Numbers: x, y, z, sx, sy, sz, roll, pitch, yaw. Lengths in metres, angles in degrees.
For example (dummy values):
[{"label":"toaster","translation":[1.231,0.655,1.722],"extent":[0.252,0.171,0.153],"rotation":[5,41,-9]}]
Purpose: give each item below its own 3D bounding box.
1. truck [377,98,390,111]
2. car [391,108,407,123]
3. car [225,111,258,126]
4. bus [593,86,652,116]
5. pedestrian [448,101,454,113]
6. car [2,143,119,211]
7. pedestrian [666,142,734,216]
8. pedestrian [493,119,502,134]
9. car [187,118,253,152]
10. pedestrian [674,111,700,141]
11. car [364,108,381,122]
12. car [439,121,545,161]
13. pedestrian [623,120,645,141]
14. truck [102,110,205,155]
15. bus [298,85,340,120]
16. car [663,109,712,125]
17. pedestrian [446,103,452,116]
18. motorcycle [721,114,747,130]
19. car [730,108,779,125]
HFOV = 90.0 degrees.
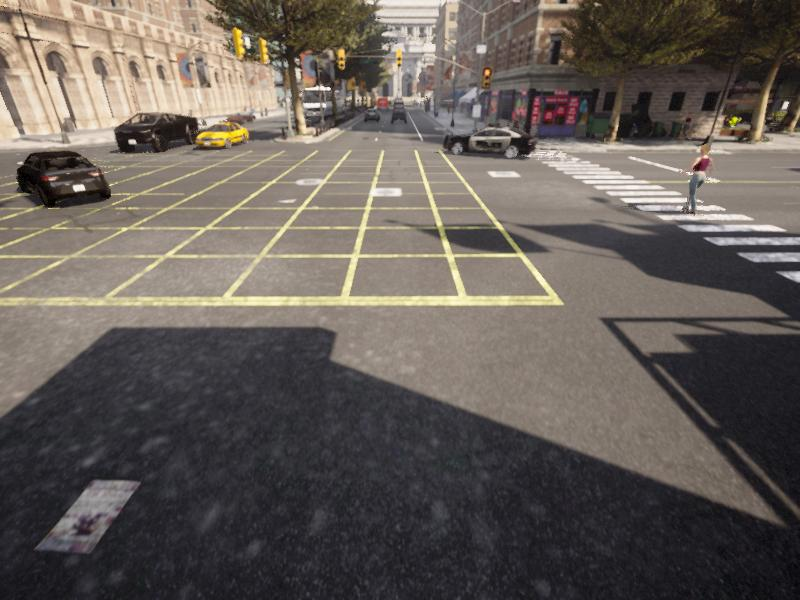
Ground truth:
[{"label":"truck","translation":[-3.745,-43.888,89.655],"extent":[2.627,2.467,5.204],"rotation":[0,27,0]},{"label":"car","translation":[-0.122,-23.142,50.213],"extent":[1.837,1.490,4.892],"rotation":[0,27,0]},{"label":"car","translation":[-18.361,-21.138,46.516],"extent":[1.895,1.301,4.718],"rotation":[0,27,0]},{"label":"bus","translation":[37.986,-34.371,69.095],"extent":[3.944,4.253,10.273],"rotation":[0,27,0]},{"label":"pedestrian","translation":[9.438,-35.638,73.822],"extent":[0.751,1.860,0.751],"rotation":[11,29,21]},{"label":"car","translation":[-11.301,-4.206,13.256],"extent":[4.193,1.474,1.816],"rotation":[22,34,36]},{"label":"pedestrian","translation":[8.257,-3.348,11.092],"extent":[0.751,1.860,0.751],"rotation":[-1,27,-3]},{"label":"pedestrian","translation":[7.933,-14.122,32.634],"extent":[0.500,1.100,0.500],"rotation":[0,27,-1]},{"label":"car","translation":[-11.546,-10.878,26.171],"extent":[1.801,1.575,5.366],"rotation":[0,27,0]},{"label":"pedestrian","translation":[20.088,-12.185,28.011],"extent":[0.751,1.860,0.751],"rotation":[-3,27,-7]},{"label":"car","translation":[-3.628,-24.495,52.876],"extent":[1.970,1.475,3.806],"rotation":[0,27,0]},{"label":"car","translation":[5.018,-8.908,22.246],"extent":[5.238,1.638,1.930],"rotation":[14,31,26]},{"label":"pedestrian","translation":[16.319,-11.819,27.911],"extent":[0.751,1.300,0.751],"rotation":[-3,27,-6]},{"label":"truck","translation":[-15.047,-10.617,25.093],"extent":[2.390,2.098,6.274],"rotation":[0,27,0]},{"label":"bus","translation":[-11.531,-28.771,58.188],"extent":[3.944,4.253,10.273],"rotation":[0,27,0]},{"label":"car","translation":[34.230,-21.918,47.837],"extent":[2.231,1.521,4.892],"rotation":[0,27,0]},{"label":"pedestrian","translation":[7.387,-28.888,60.641],"extent":[0.751,1.860,0.751],"rotation":[0,27,0]},{"label":"motorcycle","translation":[31.987,-17.053,38.331],"extent":[2.033,1.145,0.803],"rotation":[-15,41,-27]},{"label":"car","translation":[41.472,-21.550,46.953],"extent":[1.851,1.617,3.988],"rotation":[0,27,0]}]
